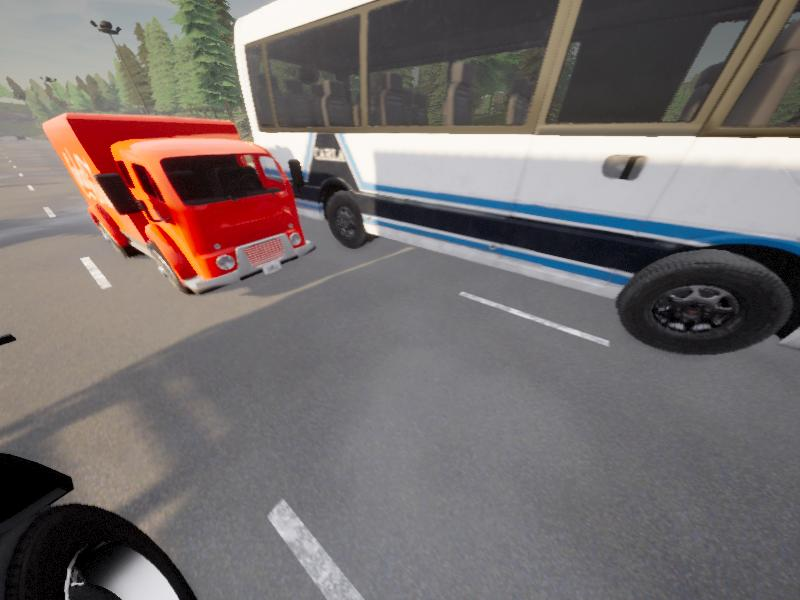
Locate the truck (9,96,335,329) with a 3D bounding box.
[{"bbox_3d":[-4.294,-2.086,4.626,5.204,2.467,2.627,22,41,28],"label":"truck"}]

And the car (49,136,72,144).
[{"bbox_3d":[-79.345,-37.320,53.940,4.902,1.511,2.128,22,41,27],"label":"car"}]

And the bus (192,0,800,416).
[{"bbox_3d":[1.470,-3.014,4.476,10.273,4.253,3.944,22,41,27],"label":"bus"}]
